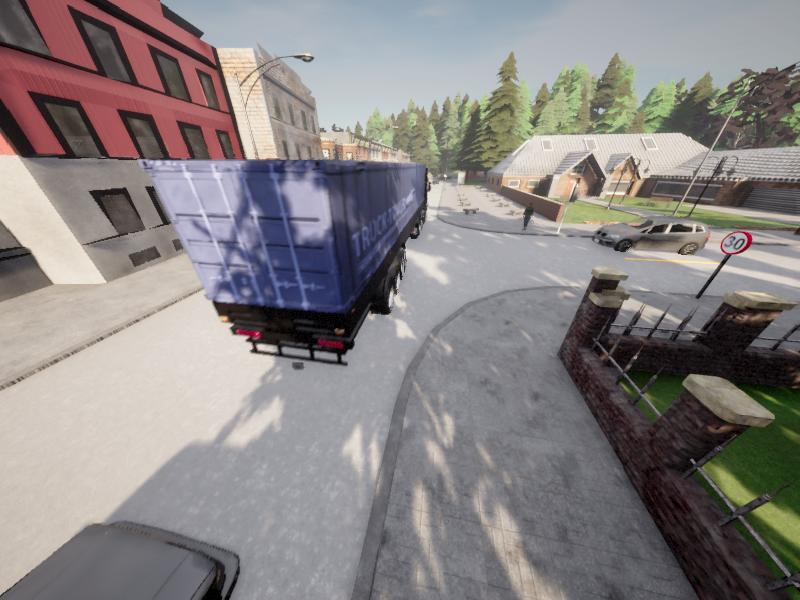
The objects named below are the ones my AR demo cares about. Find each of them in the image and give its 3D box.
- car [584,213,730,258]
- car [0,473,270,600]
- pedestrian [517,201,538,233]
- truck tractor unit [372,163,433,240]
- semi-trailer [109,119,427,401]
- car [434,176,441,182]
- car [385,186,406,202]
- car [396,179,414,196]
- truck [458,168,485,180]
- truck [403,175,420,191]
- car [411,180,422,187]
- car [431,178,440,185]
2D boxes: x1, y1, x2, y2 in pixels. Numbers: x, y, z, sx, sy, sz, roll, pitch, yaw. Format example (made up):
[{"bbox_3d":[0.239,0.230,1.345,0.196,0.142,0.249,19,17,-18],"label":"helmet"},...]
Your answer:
[{"bbox_3d":[13.548,-3.645,12.650,4.611,1.667,2.242,5,30,9],"label":"car"},{"bbox_3d":[-2.969,3.713,0.180,2.033,1.411,5.357,5,30,9],"label":"car"},{"bbox_3d":[8.614,-5.626,15.617,0.751,1.860,0.751,17,34,26],"label":"pedestrian"},{"bbox_3d":[0.496,-7.353,16.515,3.053,4.208,6.516,5,31,9],"label":"truck tractor unit"},{"bbox_3d":[-0.875,-3.539,9.718,2.717,4.402,14.254,5,30,9],"label":"semi-trailer"},{"bbox_3d":[11.875,-38.024,72.374,1.837,1.490,4.892,6,31,10],"label":"car"},{"bbox_3d":[-0.536,-14.777,32.073,2.007,1.525,4.514,5,30,9],"label":"car"},{"bbox_3d":[0.881,-19.039,38.936,2.150,2.045,5.566,5,30,9],"label":"car"},{"bbox_3d":[25.337,-45.010,82.573,8.468,3.827,2.891,5,30,8],"label":"truck"},{"bbox_3d":[2.385,-23.415,46.091,2.627,2.467,5.204,5,30,9],"label":"truck"},{"bbox_3d":[3.796,-26.830,53.181,1.895,1.301,4.718,5,30,8],"label":"car"},{"bbox_3d":[9.266,-30.821,59.996,2.033,1.411,5.357,5,30,8],"label":"car"}]
